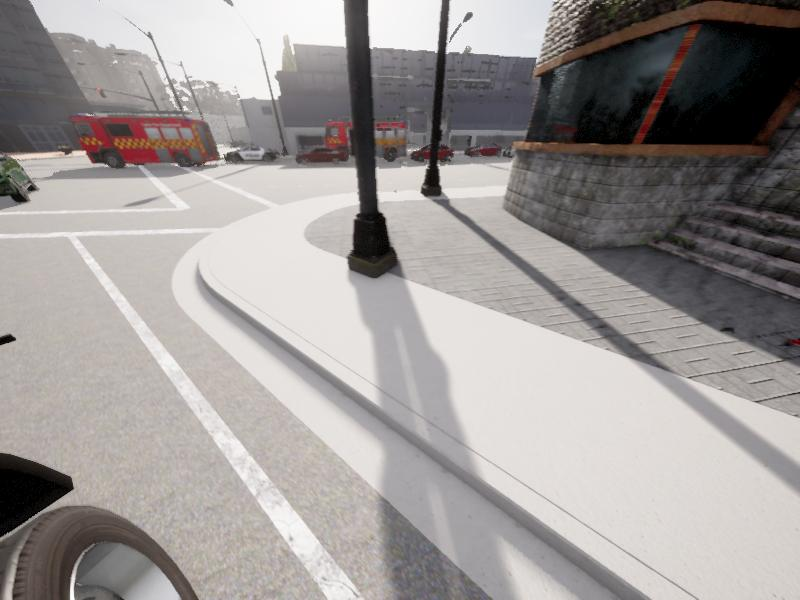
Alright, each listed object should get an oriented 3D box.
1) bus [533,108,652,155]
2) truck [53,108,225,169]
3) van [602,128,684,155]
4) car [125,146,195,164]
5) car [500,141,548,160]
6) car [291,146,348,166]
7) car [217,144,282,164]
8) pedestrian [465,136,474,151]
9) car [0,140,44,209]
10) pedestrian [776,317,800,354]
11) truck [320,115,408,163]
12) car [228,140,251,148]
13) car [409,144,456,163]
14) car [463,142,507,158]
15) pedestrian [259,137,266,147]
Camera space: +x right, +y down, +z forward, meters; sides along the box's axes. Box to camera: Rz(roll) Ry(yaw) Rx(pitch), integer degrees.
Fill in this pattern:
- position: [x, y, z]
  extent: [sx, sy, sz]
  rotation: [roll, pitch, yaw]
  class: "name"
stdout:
- position: [22.543, -20.158, 27.762]
  extent: [10.273, 4.253, 3.944]
  rotation: [-6, 36, -8]
  class: "bus"
- position: [-20.714, -13.294, 19.242]
  extent: [8.468, 3.827, 2.891]
  rotation: [-6, 36, -8]
  class: "truck"
- position: [27.306, -17.949, 26.135]
  extent: [6.366, 2.431, 2.351]
  rotation: [-6, 36, -8]
  class: "van"
- position: [-23.361, -14.217, 22.662]
  extent: [4.181, 1.385, 1.994]
  rotation: [-2, 35, -4]
  class: "car"
- position: [13.121, -15.939, 24.544]
  extent: [3.806, 1.475, 1.970]
  rotation: [-7, 36, -7]
  class: "car"
- position: [-7.420, -13.642, 21.806]
  extent: [4.674, 1.442, 1.812]
  rotation: [-6, 36, -8]
  class: "car"
- position: [-15.153, -14.959, 23.597]
  extent: [4.974, 1.542, 2.038]
  rotation: [-6, 36, -8]
  class: "car"
- position: [10.487, -23.668, 34.894]
  extent: [0.751, 1.860, 0.751]
  rotation: [-9, 36, -14]
  class: "pedestrian"
- position: [-16.944, -5.021, 9.078]
  extent: [5.566, 2.045, 2.150]
  rotation: [28, 44, 33]
  class: "car"
- position: [4.939, 0.147, 2.432]
  extent: [0.500, 1.100, 0.500]
  rotation: [-19, 40, -25]
  class: "pedestrian"
- position: [-3.602, -17.066, 24.562]
  extent: [8.468, 3.827, 2.891]
  rotation: [-6, 36, -8]
  class: "truck"
- position: [-37.521, -36.577, 54.116]
  extent: [1.837, 1.490, 4.892]
  rotation: [1, 35, 1]
  class: "car"
- position: [3.193, -14.786, 23.252]
  extent: [4.193, 1.474, 1.816]
  rotation: [-6, 36, -8]
  class: "car"
- position: [9.844, -17.568, 27.049]
  extent: [4.181, 1.385, 1.994]
  rotation: [-7, 36, -7]
  class: "car"
- position: [-32.910, -37.757, 55.216]
  extent: [0.751, 1.860, 0.751]
  rotation: [18, 39, 23]
  class: "pedestrian"
